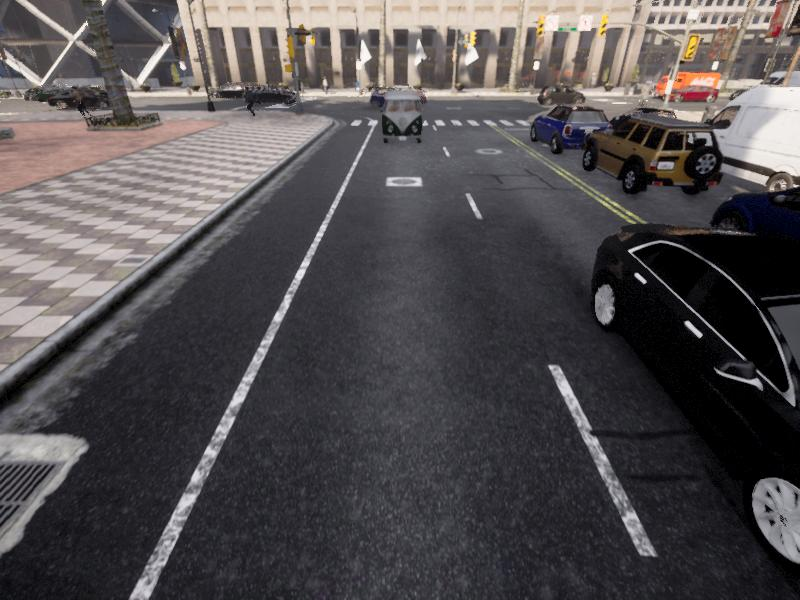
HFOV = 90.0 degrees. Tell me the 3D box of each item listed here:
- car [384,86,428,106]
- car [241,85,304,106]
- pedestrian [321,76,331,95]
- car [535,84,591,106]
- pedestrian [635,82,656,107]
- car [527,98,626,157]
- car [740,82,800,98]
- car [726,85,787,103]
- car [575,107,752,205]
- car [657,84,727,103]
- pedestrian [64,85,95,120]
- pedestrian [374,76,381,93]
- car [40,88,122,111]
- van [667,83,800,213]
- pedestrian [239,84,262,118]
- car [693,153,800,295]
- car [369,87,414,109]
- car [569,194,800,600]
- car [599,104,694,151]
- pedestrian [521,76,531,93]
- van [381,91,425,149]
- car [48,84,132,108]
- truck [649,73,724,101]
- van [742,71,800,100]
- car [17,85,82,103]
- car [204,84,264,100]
[{"bbox_3d":[0.539,-18.406,36.042,3.806,1.475,1.970,0,30,0],"label":"car"},{"bbox_3d":[-11.402,-18.447,36.072,4.902,1.511,2.128,0,30,0],"label":"car"},{"bbox_3d":[-8.661,-25.067,46.707,0.751,1.860,0.751,-15,34,-25],"label":"pedestrian"},{"bbox_3d":[14.544,-18.395,35.898,3.988,1.617,1.851,0,30,0],"label":"car"},{"bbox_3d":[20.772,-17.387,33.877,0.751,1.860,0.751,-2,30,-4],"label":"pedestrian"},{"bbox_3d":[7.133,-7.386,16.872,2.097,1.767,4.553,0,30,1],"label":"car"},{"bbox_3d":[41.311,-23.334,44.492,4.792,1.488,2.163,0,30,0],"label":"car"},{"bbox_3d":[34.469,-19.996,38.777,3.806,1.475,1.970,0,30,1],"label":"car"},{"bbox_3d":[7.116,-4.370,11.627,1.932,1.855,4.605,0,30,0],"label":"car"},{"bbox_3d":[28.228,-20.032,38.832,4.792,1.488,2.163,0,30,1],"label":"car"},{"bbox_3d":[-19.557,-12.062,24.448,0.751,1.860,0.751,-10,32,-17],"label":"pedestrian"},{"bbox_3d":[-2.811,-26.587,49.309,0.751,1.860,0.751,-2,30,-3],"label":"pedestrian"},{"bbox_3d":[-25.560,-16.180,32.255,4.674,1.442,1.812,-8,31,-13],"label":"car"},{"bbox_3d":[10.620,-4.514,11.222,1.988,2.561,5.915,0,30,0],"label":"van"},{"bbox_3d":[-9.484,-12.601,25.374,0.751,1.860,0.751,8,31,13],"label":"pedestrian"},{"bbox_3d":[7.072,-1.088,6.281,1.851,1.617,3.988,0,30,0],"label":"car"},{"bbox_3d":[-0.676,-16.671,33.018,3.633,1.501,1.845,0,30,0],"label":"car"},{"bbox_3d":[3.551,0.420,3.808,1.837,1.490,4.892,0,31,0],"label":"car"},{"bbox_3d":[10.644,-7.693,17.661,1.845,1.501,3.633,0,30,1],"label":"car"},{"bbox_3d":[15.511,-26.556,49.264,0.751,1.860,0.751,0,30,1],"label":"pedestrian"},{"bbox_3d":[0.087,-8.429,18.467,1.775,1.987,4.442,0,30,-1],"label":"van"},{"bbox_3d":[-26.942,-17.884,34.973,5.238,1.638,1.930,-9,31,-14],"label":"car"},{"bbox_3d":[29.626,-22.218,41.592,5.204,2.467,2.627,0,30,0],"label":"truck"},{"bbox_3d":[39.685,-22.213,41.477,5.915,2.561,1.988,0,30,1],"label":"van"},{"bbox_3d":[-34.141,-20.173,39.158,4.181,1.385,1.994,-12,32,-19],"label":"car"},{"bbox_3d":[-17.410,-21.964,42.205,5.357,1.411,2.033,-1,30,-2],"label":"car"}]
